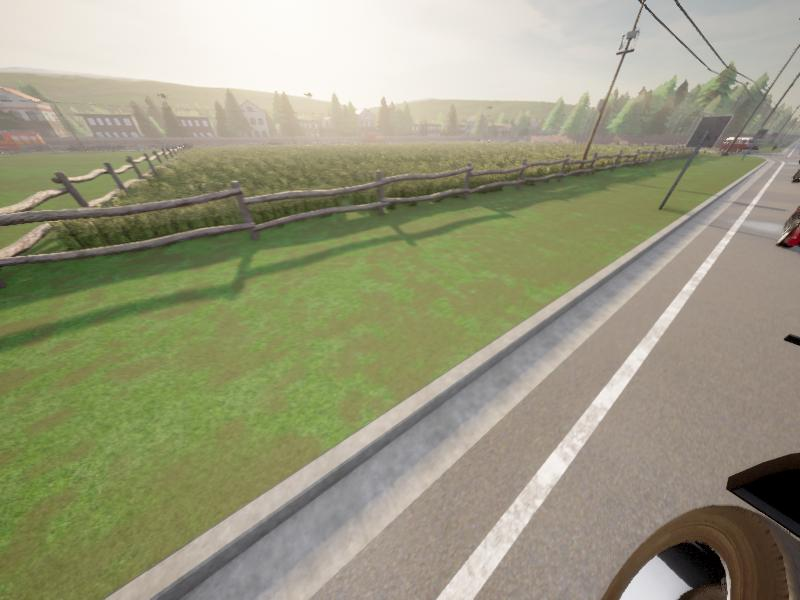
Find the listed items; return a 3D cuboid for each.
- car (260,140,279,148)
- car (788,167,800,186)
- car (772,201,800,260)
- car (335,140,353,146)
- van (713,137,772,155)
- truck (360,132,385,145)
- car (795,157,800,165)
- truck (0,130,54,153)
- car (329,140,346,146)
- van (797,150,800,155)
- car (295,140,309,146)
[{"bbox_3d":[-36.231,-43.433,64.187,3.866,1.878,1.905,-22,41,-28],"label":"car"},{"bbox_3d":[24.371,-7.439,12.879,5.027,1.651,2.152,-22,41,-28],"label":"car"},{"bbox_3d":[10.942,-1.868,5.291,4.181,1.385,1.994,-22,41,-28],"label":"car"},{"bbox_3d":[-18.723,-52.813,77.652,5.366,1.575,1.801,-22,41,-28],"label":"car"},{"bbox_3d":[49.172,-22.264,33.373,2.069,2.038,4.480,9,36,13],"label":"van"},{"bbox_3d":[-10.038,-59.711,85.389,8.468,3.827,2.891,-22,41,-28],"label":"truck"},{"bbox_3d":[39.162,-13.405,21.357,4.792,1.488,2.163,-22,41,-28],"label":"car"},{"bbox_3d":[-81.434,-33.374,48.544,8.468,3.827,2.891,-22,41,-28],"label":"truck"},{"bbox_3d":[-21.546,-54.126,79.541,5.008,1.535,1.882,-22,41,-28],"label":"car"},{"bbox_3d":[59.296,-21.993,32.572,6.366,2.431,2.351,-22,41,-28],"label":"van"},{"bbox_3d":[-33.798,-54.107,79.578,3.633,1.501,1.845,-22,41,-28],"label":"car"}]
